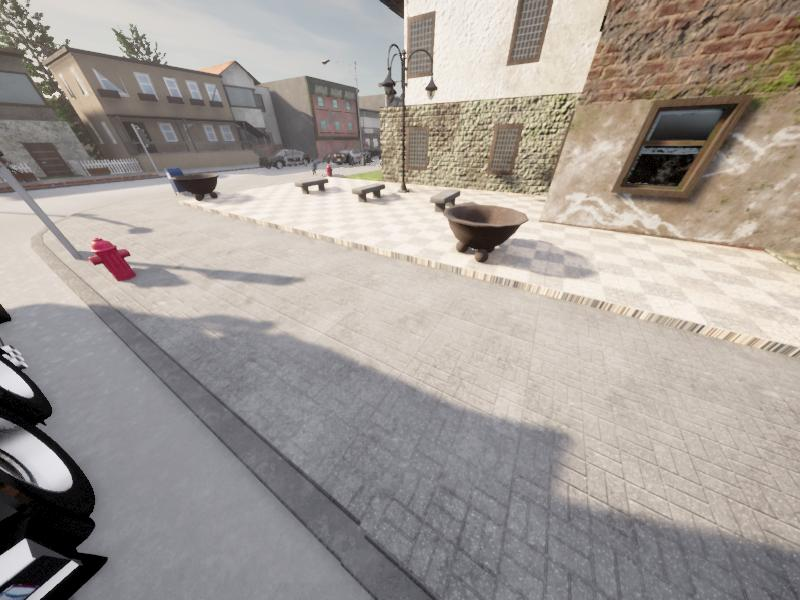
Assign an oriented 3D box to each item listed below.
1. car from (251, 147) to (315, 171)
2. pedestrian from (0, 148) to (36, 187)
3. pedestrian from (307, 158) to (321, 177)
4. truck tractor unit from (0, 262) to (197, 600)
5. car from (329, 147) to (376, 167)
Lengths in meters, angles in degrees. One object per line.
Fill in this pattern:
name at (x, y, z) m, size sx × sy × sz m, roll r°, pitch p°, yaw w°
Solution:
car at (-11.198, -13.893, 22.584) m, size 1.930 × 1.638 × 5.238 m, roll 18°, pitch 39°, yaw 24°
pedestrian at (-22.256, -7.554, 13.150) m, size 0.751 × 1.860 × 0.751 m, roll 19°, pitch 39°, yaw 25°
pedestrian at (-5.899, -9.114, 15.919) m, size 0.500 × 1.100 × 0.500 m, roll 21°, pitch 40°, yaw 27°
truck tractor unit at (-5.109, -0.302, 0.785) m, size 6.516 × 4.208 × 3.053 m, roll 18°, pitch 39°, yaw 24°
car at (-4.889, -15.364, 24.739) m, size 2.038 × 1.542 × 4.974 m, roll 18°, pitch 39°, yaw 25°
